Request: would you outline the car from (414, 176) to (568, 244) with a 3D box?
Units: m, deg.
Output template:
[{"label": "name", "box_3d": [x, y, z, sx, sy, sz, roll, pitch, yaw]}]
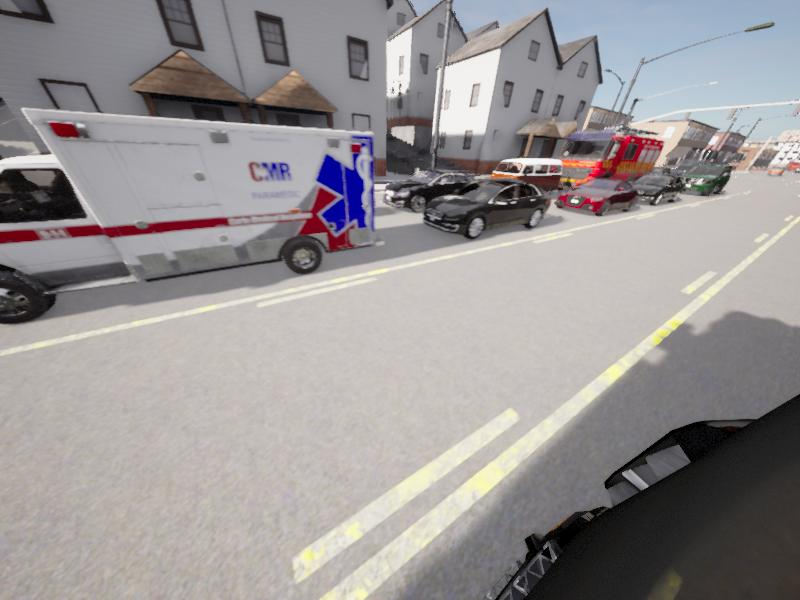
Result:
[{"label": "car", "box_3d": [3.093, -3.250, 7.843, 4.892, 1.490, 1.837, -16, 37, -26]}]

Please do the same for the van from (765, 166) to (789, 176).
[{"label": "van", "box_3d": [85.982, -29.440, 52.712, 4.442, 1.987, 1.775, -16, 37, -26]}]

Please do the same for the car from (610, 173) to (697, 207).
[{"label": "car", "box_3d": [15.371, -6.772, 14.008, 4.892, 1.490, 1.837, -16, 37, -26]}]

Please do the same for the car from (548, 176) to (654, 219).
[{"label": "car", "box_3d": [9.660, -5.069, 11.156, 4.181, 1.385, 1.994, -15, 37, -24]}]

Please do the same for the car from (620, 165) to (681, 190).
[{"label": "car", "box_3d": [22.841, -11.246, 21.060, 4.553, 1.767, 2.097, -16, 37, -26]}]

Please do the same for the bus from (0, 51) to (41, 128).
[{"label": "bus", "box_3d": [-31.189, -14.900, 15.534, 3.944, 4.253, 10.273, -16, 51, -26]}]

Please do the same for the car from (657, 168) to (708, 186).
[{"label": "car", "box_3d": [32.941, -14.572, 27.175, 2.033, 1.411, 5.357, 18, 36, 23]}]

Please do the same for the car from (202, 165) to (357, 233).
[{"label": "car", "box_3d": [-3.735, -3.548, 7.772, 3.988, 1.617, 1.851, -16, 37, -26]}]

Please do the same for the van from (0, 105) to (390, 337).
[{"label": "van", "box_3d": [-3.563, -1.731, 4.244, 6.366, 2.431, 2.351, -16, 37, -26]}]

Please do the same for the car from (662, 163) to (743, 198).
[{"label": "car", "box_3d": [23.481, -9.327, 17.927, 5.566, 2.045, 2.150, -16, 37, -26]}]

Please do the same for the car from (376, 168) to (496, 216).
[{"label": "car", "box_3d": [1.631, -5.041, 10.483, 4.902, 1.511, 2.128, -16, 37, -26]}]

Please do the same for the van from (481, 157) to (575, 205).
[{"label": "van", "box_3d": [7.206, -6.862, 13.138, 4.480, 2.038, 2.069, -16, 37, -26]}]

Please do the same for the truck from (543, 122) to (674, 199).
[{"label": "truck", "box_3d": [14.785, -9.777, 16.447, 8.468, 3.827, 2.891, -16, 37, -26]}]
